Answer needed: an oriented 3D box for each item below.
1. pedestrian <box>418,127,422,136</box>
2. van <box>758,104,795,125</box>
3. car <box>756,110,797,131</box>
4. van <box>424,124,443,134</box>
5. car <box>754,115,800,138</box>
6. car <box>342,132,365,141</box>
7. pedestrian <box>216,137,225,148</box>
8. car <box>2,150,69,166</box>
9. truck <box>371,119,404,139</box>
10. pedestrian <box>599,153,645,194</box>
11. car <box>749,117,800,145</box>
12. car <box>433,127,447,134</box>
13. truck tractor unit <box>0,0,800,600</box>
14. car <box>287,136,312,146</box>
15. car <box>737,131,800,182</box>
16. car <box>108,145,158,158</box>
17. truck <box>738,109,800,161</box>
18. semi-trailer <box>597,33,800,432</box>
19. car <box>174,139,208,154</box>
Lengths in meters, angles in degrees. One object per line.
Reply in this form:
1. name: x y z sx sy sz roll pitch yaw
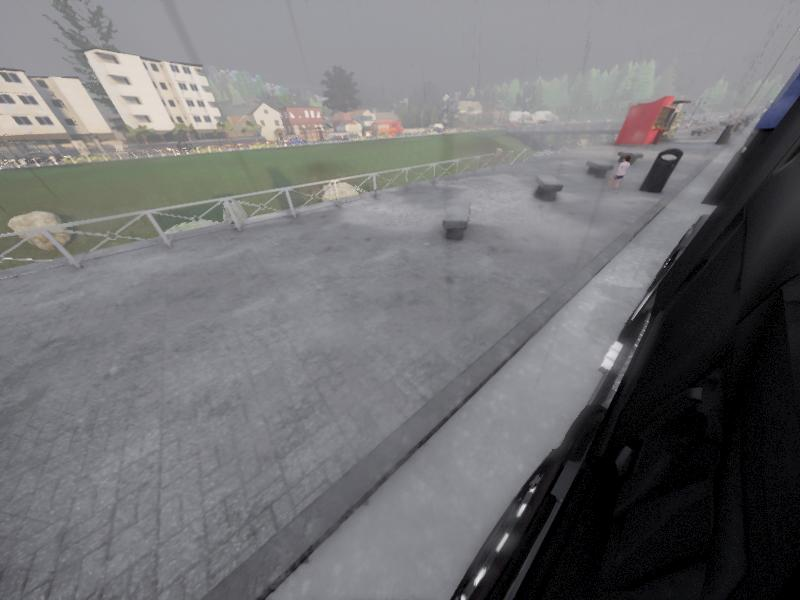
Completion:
1. pedestrian: 5.230 -44.441 60.865 0.751 1.860 0.751 -27 43 -28
2. van: 61.533 -30.357 37.850 5.915 2.561 1.988 -28 43 -29
3. car: 47.810 -22.888 29.393 4.605 1.855 1.932 -28 44 -29
4. van: 10.710 -54.580 73.757 6.366 2.431 2.351 -28 43 -29
5. car: 36.378 -16.777 22.270 5.366 1.575 1.801 -28 43 -29
6. car: -11.268 -39.602 56.058 4.792 1.488 2.163 -28 43 -29
7. pedestrian: -37.615 -33.000 48.507 0.751 1.860 0.751 -22 41 -24
8. car: -52.978 -20.796 33.782 4.892 1.490 1.837 -27 43 -28
9. truck: -3.161 -44.797 60.478 8.468 3.827 2.891 -28 43 -29
10. pedestrian: 7.254 -4.162 7.599 0.500 1.100 0.500 -2 37 1
11. car: 29.788 -13.253 18.073 4.902 1.511 2.128 -27 43 -29
12. car: 12.183 -51.877 70.807 3.988 1.617 1.851 -28 43 -29
13. truck tractor unit: 2.645 -0.295 0.351 6.516 4.208 3.053 -28 44 -30
14. car: -21.548 -34.225 49.585 4.193 1.474 1.816 -28 43 -29
15. car: 15.921 -5.924 9.374 4.181 1.385 1.994 -27 43 -29
16. car: -44.845 -25.098 39.054 5.357 1.411 2.033 -28 43 -29
17. truck: 22.303 -9.576 13.182 6.274 2.098 2.390 -27 43 -29
18. semi-trailer: 8.743 -3.582 4.171 14.254 4.402 2.717 -28 43 -29
19. car: -36.316 -26.663 40.148 3.866 1.878 1.905 -28 43 -29
